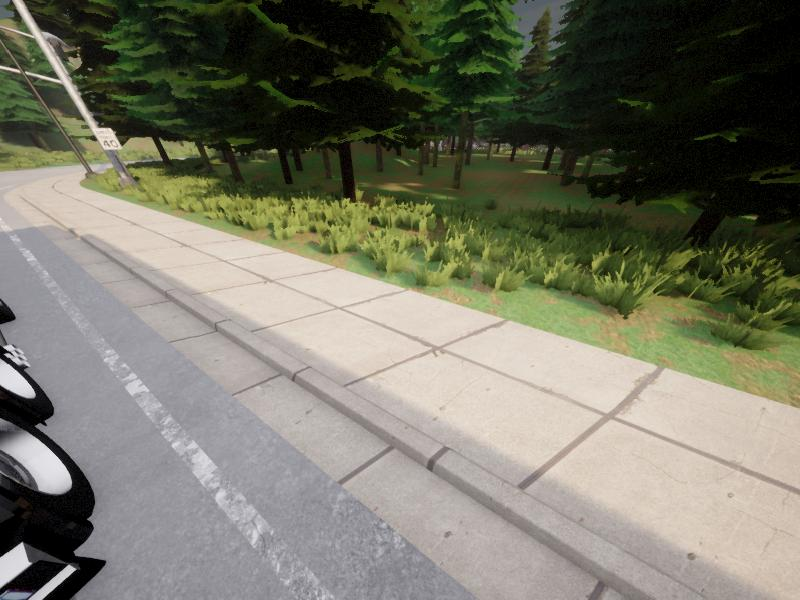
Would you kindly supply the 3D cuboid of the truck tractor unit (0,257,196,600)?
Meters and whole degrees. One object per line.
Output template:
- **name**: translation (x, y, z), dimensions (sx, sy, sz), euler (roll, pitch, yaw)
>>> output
- **truck tractor unit**: translation (-5.099, -0.312, 0.797), dimensions (6.516, 4.208, 3.053), euler (19, 39, 25)
